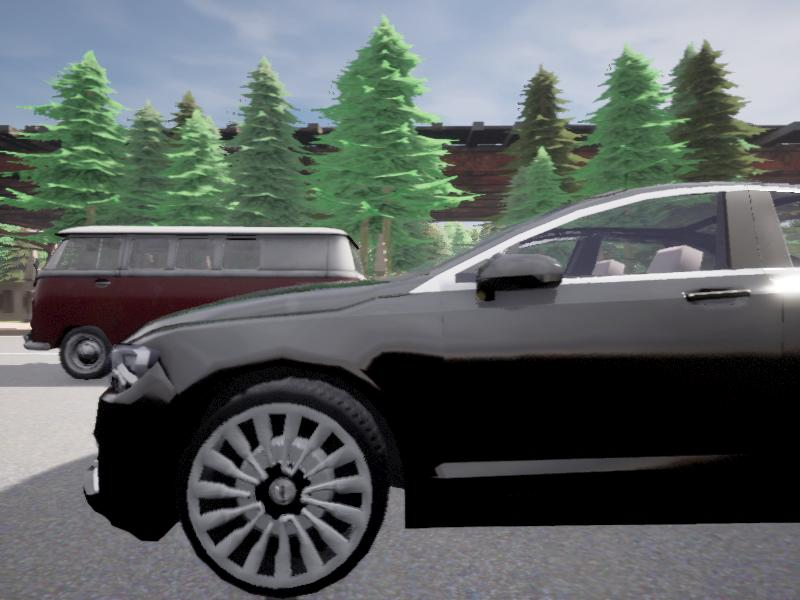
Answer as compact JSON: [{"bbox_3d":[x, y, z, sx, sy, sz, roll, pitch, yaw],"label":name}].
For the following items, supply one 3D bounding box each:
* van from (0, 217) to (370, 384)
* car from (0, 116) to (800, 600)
[{"bbox_3d":[-2.726,0.006,5.696,4.442,1.987,1.775,0,0,0],"label":"van"},{"bbox_3d":[1.082,0.234,2.200,4.902,1.511,2.128,0,0,0],"label":"car"}]
